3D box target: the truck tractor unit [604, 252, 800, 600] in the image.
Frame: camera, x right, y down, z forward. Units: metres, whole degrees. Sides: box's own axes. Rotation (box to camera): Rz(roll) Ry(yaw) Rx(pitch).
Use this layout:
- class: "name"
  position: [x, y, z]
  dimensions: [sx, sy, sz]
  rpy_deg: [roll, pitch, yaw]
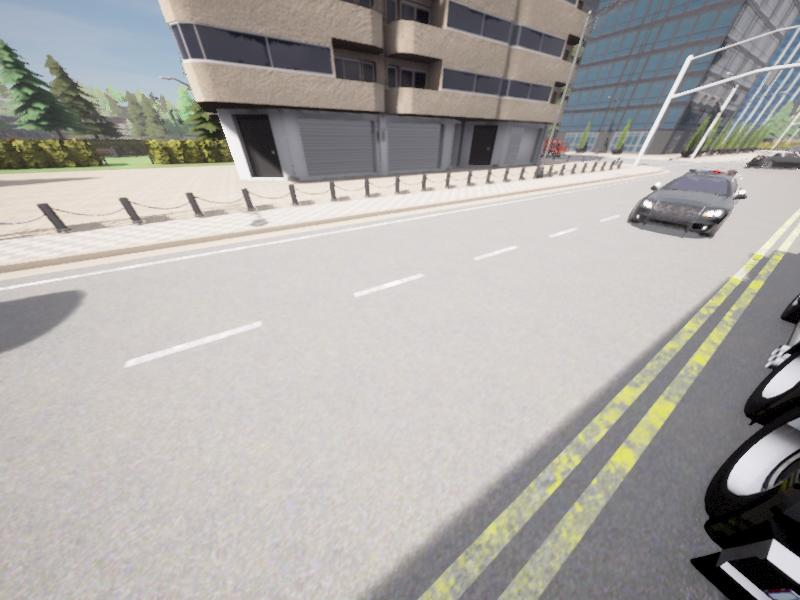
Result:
- class: "truck tractor unit"
  position: [5.098, -0.309, 0.826]
  dimensions: [6.516, 4.208, 3.053]
  rpy_deg: [-19, 39, -25]

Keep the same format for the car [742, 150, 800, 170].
- class: "car"
  position: [37.543, -13.712, 22.640]
  dimensions: [3.806, 1.475, 1.970]
  rpy_deg: [14, 37, 19]

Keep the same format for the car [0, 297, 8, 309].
- class: "car"
  position: [-8.300, 0.631, 1.604]
  dimensions: [5.238, 1.638, 1.930]
  rpy_deg: [-19, 39, -25]

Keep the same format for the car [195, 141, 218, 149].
- class: "car"
  position: [-53.787, -43.190, 64.337]
  dimensions: [4.611, 1.667, 2.242]
  rpy_deg: [-19, 39, -25]

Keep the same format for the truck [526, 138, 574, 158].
- class: "truck"
  position: [23.115, -23.713, 35.995]
  dimensions: [2.627, 2.467, 5.204]
  rpy_deg: [-19, 39, -25]

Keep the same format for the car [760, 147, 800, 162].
- class: "car"
  position: [52.365, -20.035, 31.757]
  dimensions: [4.856, 1.649, 2.033]
  rpy_deg: [-19, 39, -25]

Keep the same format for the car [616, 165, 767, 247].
- class: "car"
  position: [9.553, -3.337, 7.535]
  dimensions: [4.974, 1.542, 2.038]
  rpy_deg: [-23, 41, -29]
